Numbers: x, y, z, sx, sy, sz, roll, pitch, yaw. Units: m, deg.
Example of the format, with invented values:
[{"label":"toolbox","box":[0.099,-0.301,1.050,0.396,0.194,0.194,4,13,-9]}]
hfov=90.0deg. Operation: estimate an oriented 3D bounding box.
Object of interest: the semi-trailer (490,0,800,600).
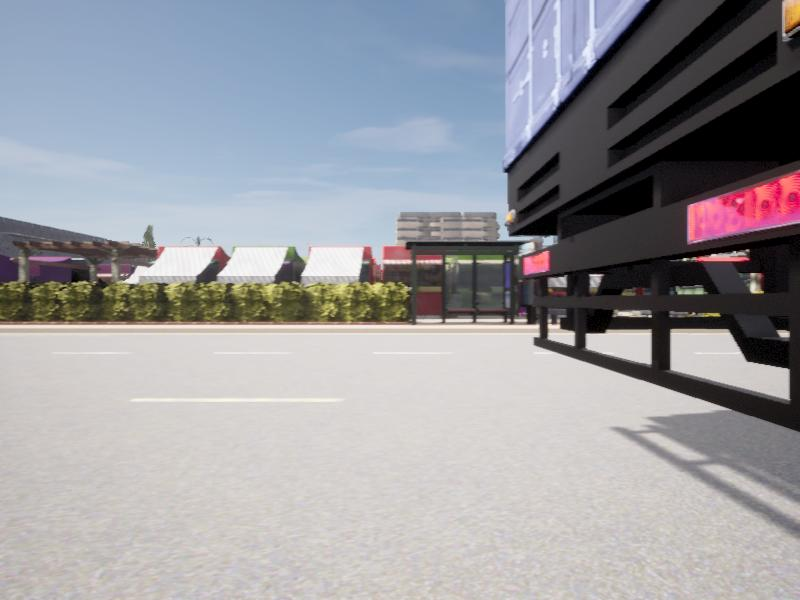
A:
[{"label":"semi-trailer","box":[7.887,-1.215,2.012,14.254,4.402,2.717,0,0,-1]}]
